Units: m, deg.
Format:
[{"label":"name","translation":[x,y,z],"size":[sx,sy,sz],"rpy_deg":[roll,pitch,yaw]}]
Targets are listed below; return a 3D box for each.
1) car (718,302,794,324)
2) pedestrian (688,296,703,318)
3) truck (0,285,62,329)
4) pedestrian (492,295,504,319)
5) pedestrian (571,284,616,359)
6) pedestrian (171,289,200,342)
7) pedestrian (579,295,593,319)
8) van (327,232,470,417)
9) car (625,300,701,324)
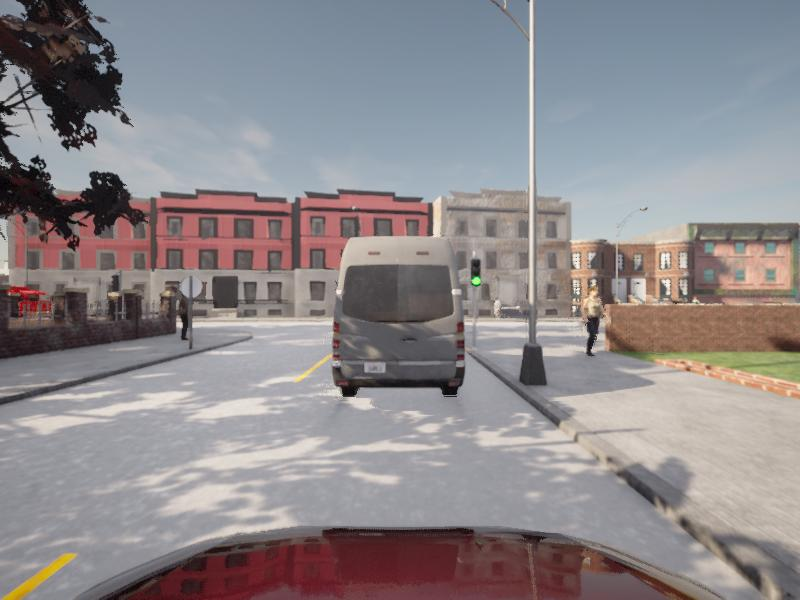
[{"label":"car","translation":[24.378,0.857,27.488],"size":[3.633,1.501,1.845],"rpy_deg":[0,0,0]},{"label":"pedestrian","translation":[24.437,0.570,33.092],"size":[0.751,1.860,0.751],"rpy_deg":[0,0,-24]},{"label":"truck","translation":[-23.758,0.383,23.708],"size":[5.204,2.467,2.627],"rpy_deg":[0,0,0]},{"label":"pedestrian","translation":[7.905,0.569,32.341],"size":[0.751,1.860,0.751],"rpy_deg":[0,0,-5]},{"label":"pedestrian","translation":[4.997,0.536,10.383],"size":[0.751,1.860,0.751],"rpy_deg":[0,0,-11]},{"label":"pedestrian","translation":[-7.881,0.550,14.688],"size":[0.751,1.860,0.751],"rpy_deg":[0,0,42]},{"label":"pedestrian","translation":[15.124,0.569,32.510],"size":[0.751,1.860,0.751],"rpy_deg":[0,0,-7]},{"label":"van","translation":[0.017,0.333,8.517],"size":[1.988,2.561,5.915],"rpy_deg":[0,0,1]},{"label":"car","translation":[18.019,0.819,27.536],"size":[3.988,1.617,1.851],"rpy_deg":[0,0,0]}]
